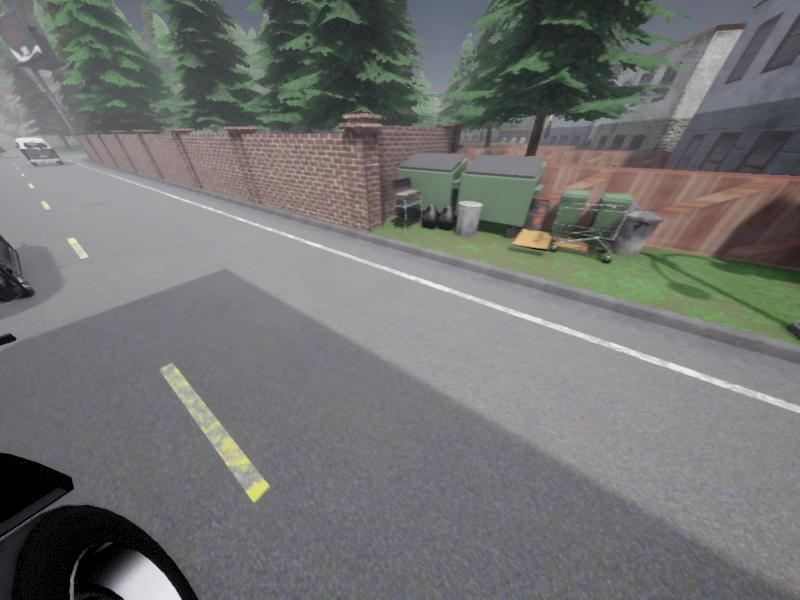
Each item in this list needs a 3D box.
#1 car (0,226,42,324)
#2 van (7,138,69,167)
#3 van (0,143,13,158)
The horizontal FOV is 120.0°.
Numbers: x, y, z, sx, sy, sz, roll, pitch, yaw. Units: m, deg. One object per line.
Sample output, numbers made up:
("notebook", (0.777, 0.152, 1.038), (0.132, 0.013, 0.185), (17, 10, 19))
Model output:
("car", (-7.909, -0.610, 3.521), (4.181, 1.385, 1.994), (22, 40, 28))
("van", (-32.608, -13.366, 20.826), (4.480, 2.038, 2.069), (22, 41, 28))
("van", (-47.148, -16.601, 25.237), (2.069, 2.038, 4.480), (21, 42, 27))
